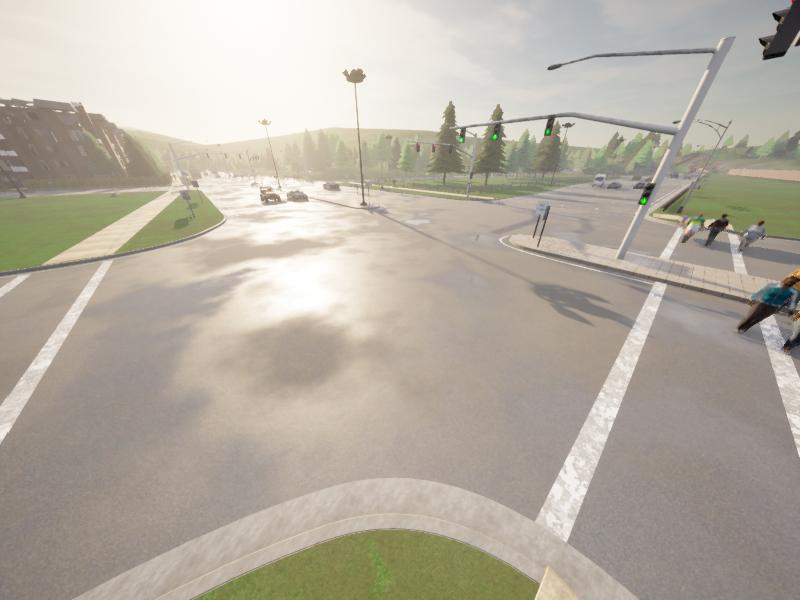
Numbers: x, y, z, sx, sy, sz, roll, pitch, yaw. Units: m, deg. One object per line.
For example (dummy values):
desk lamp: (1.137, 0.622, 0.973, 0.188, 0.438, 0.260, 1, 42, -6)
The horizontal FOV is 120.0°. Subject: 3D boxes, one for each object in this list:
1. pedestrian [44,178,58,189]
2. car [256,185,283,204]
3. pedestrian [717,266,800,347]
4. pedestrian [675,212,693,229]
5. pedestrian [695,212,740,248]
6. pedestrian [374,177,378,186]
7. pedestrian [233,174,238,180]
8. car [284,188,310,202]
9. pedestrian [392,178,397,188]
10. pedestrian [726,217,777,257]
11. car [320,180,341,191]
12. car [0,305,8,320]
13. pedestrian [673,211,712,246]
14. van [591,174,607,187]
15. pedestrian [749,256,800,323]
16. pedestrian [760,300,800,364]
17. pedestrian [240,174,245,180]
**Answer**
pedestrian: (-73.215, -24.434, 48.473, 0.751, 1.860, 0.751, -21, 36, -32)
car: (-17.718, -14.306, 31.254, 1.905, 1.878, 3.866, -22, 37, -34)
pedestrian: (9.711, 0.177, 6.151, 0.751, 1.860, 0.751, -20, 36, -31)
pedestrian: (22.068, -6.194, 17.958, 0.500, 1.100, 0.500, -26, 39, -37)
pedestrian: (18.644, -4.132, 13.614, 0.751, 1.860, 0.751, 22, 37, 33)
pedestrian: (-5.823, -28.987, 56.359, 0.751, 1.860, 0.751, -20, 36, -31)
pedestrian: (-57.396, -43.009, 80.646, 0.751, 1.860, 0.751, -20, 35, -30)
car: (-14.791, -15.058, 33.079, 1.994, 1.385, 4.181, -22, 37, -33)
pedestrian: (-1.226, -25.708, 50.680, 0.751, 1.860, 0.751, -20, 35, -31)
pedestrian: (18.885, -3.401, 12.476, 0.751, 1.860, 0.751, -24, 38, -35)
car: (-14.547, -24.047, 48.375, 1.930, 1.638, 5.238, -22, 37, -34)
car: (-14.129, 0.993, 5.350, 4.718, 1.301, 1.895, -23, 37, -34)
pedestrian: (17.664, -4.338, 13.970, 0.751, 1.860, 0.751, -22, 36, -33)
van: (48.426, -29.042, 56.128, 1.988, 2.561, 5.915, 22, 36, 33)
pedestrian: (12.108, -0.343, 7.070, 0.751, 1.860, 0.751, -14, 33, -23)
pedestrian: (9.941, 0.574, 5.494, 0.751, 1.860, 0.751, -22, 37, -33)
pedestrian: (-53.535, -41.814, 78.576, 0.751, 1.860, 0.751, -21, 36, -31)
